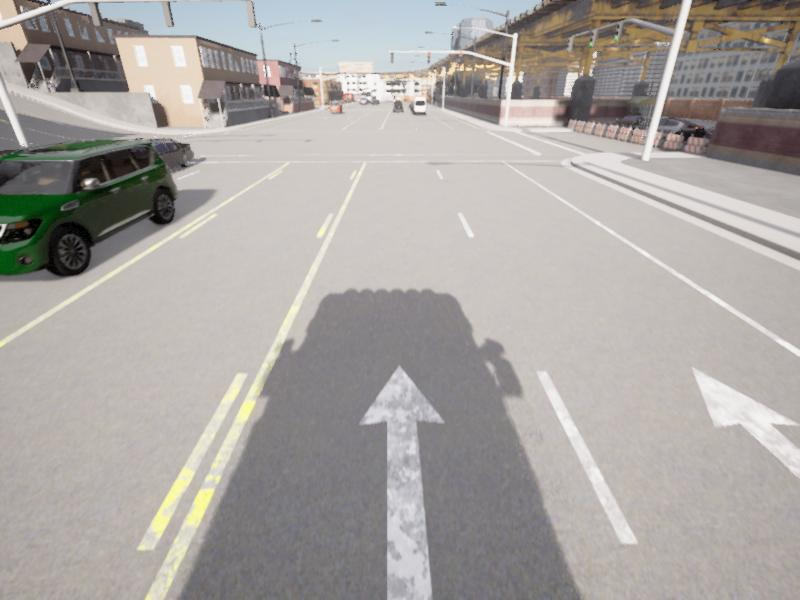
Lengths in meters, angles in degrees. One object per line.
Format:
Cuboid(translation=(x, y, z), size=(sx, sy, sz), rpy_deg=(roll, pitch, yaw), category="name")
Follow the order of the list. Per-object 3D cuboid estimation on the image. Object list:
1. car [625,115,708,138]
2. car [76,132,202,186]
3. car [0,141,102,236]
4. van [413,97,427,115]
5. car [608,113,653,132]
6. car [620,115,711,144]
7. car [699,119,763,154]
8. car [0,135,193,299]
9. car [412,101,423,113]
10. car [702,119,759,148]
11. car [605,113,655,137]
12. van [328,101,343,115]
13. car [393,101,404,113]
Cuboid(translation=(19.341, -12.721, 29.271), size=(1.853, 1.218, 4.536), rpy_deg=(-19, 33, -32), category="car")
Cuboid(translation=(-10.608, -6.110, 16.949), size=(2.033, 1.411, 5.357), rpy_deg=(-1, 27, -3), category="car")
Cuboid(translation=(-10.552, -2.938, 10.340), size=(2.097, 1.767, 4.553), rpy_deg=(0, 27, 0), category="car")
Cuboid(translation=(3.207, -32.170, 66.314), size=(1.988, 2.561, 5.915), rpy_deg=(0, 27, 0), category="van")
Cuboid(translation=(19.316, -14.865, 33.440), size=(1.853, 1.218, 4.536), rpy_deg=(23, 35, 38), category="car")
Cuboid(translation=(19.310, -12.600, 29.380), size=(2.038, 1.542, 4.974), rpy_deg=(-19, 33, -32), category="car")
Cuboid(translation=(20.120, -10.145, 24.611), size=(2.038, 1.542, 4.974), rpy_deg=(14, 30, 25), category="car")
Cuboid(translation=(-7.046, -2.196, 8.628), size=(2.150, 2.045, 5.566), rpy_deg=(0, 27, 0), category="car")
Cuboid(translation=(3.172, -35.633, 73.822), size=(1.905, 1.878, 3.866), rpy_deg=(0, 27, 0), category="car")
Cuboid(translation=(20.145, -10.307, 24.580), size=(1.853, 1.218, 4.536), rpy_deg=(14, 30, 25), category="car")
Cuboid(translation=(19.281, -14.708, 33.478), size=(2.038, 1.542, 4.974), rpy_deg=(23, 35, 38), category="car")
Cuboid(translation=(-10.802, -32.458, 67.504), size=(1.775, 1.987, 4.442), rpy_deg=(0, 27, 0), category="van")
Cuboid(translation=(-0.327, -35.524, 73.606), size=(1.905, 1.878, 3.866), rpy_deg=(0, 27, 0), category="car")
